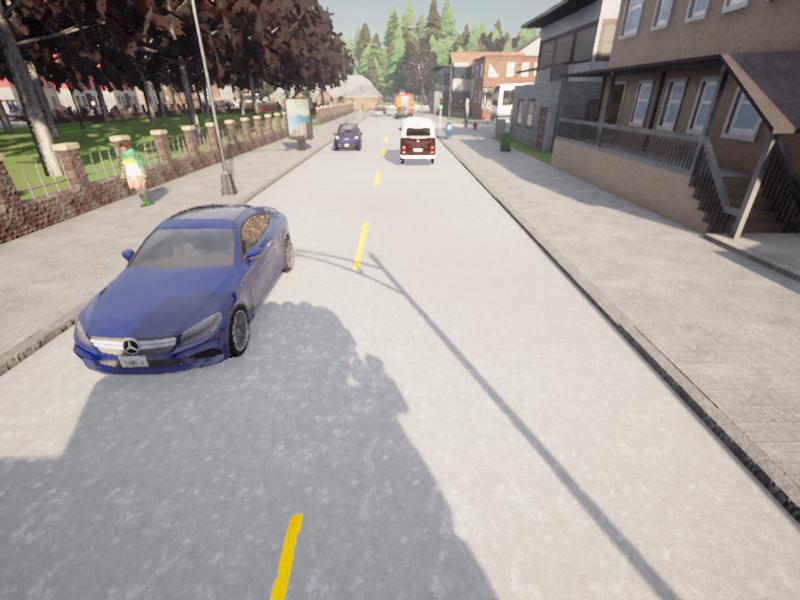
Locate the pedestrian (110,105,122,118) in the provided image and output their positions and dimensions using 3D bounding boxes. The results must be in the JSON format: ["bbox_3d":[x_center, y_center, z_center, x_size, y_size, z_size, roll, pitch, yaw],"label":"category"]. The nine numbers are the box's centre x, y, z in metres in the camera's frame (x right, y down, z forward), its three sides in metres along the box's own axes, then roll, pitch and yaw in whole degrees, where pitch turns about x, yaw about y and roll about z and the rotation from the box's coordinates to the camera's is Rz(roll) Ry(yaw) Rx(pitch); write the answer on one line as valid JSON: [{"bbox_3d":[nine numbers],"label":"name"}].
[{"bbox_3d":[-43.766,-29.058,61.620,0.751,1.860,0.751,0,27,0],"label":"pedestrian"}]

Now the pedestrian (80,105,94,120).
[{"bbox_3d":[-43.786,-26.215,56.045,0.751,1.860,0.751,2,27,4],"label":"pedestrian"}]

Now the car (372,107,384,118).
[{"bbox_3d":[-3.519,-30.424,64.714,1.845,1.501,3.633,-2,27,-3],"label":"car"}]

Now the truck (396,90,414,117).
[{"bbox_3d":[0.749,-32.878,66.976,2.891,3.827,8.468,0,27,0],"label":"truck"}]

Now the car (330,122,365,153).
[{"bbox_3d":[-3.233,-10.223,25.089,1.845,1.501,3.633,-1,27,-2],"label":"car"}]

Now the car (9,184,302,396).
[{"bbox_3d":[-2.994,-0.626,6.357,1.812,1.442,4.674,-1,28,-1],"label":"car"}]

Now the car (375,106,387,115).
[{"bbox_3d":[-3.487,-35.319,74.464,2.033,1.411,5.357,-1,27,-1],"label":"car"}]

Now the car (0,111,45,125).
[{"bbox_3d":[-52.496,-25.230,55.388,2.128,1.511,4.902,0,27,0],"label":"car"}]

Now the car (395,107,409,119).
[{"bbox_3d":[0.348,-28.031,59.911,1.851,1.617,3.988,1,27,3],"label":"car"}]

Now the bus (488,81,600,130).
[{"bbox_3d":[15.143,-20.987,43.126,10.273,4.253,3.944,-2,27,0],"label":"bus"}]

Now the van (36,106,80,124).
[{"bbox_3d":[-48.509,-26.335,56.882,2.069,2.038,4.480,0,27,0],"label":"van"}]

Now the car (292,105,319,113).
[{"bbox_3d":[-20.662,-41.928,87.846,5.366,1.575,1.801,0,27,0],"label":"car"}]

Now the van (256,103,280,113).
[{"bbox_3d":[-28.874,-42.088,87.710,4.442,1.987,1.775,0,27,0],"label":"van"}]

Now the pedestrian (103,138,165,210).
[{"bbox_3d":[-7.605,-3.628,11.530,0.751,1.860,0.751,4,27,9],"label":"pedestrian"}]

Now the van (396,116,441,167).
[{"bbox_3d":[0.899,-8.376,20.883,2.069,2.038,4.480,0,27,1],"label":"van"}]
